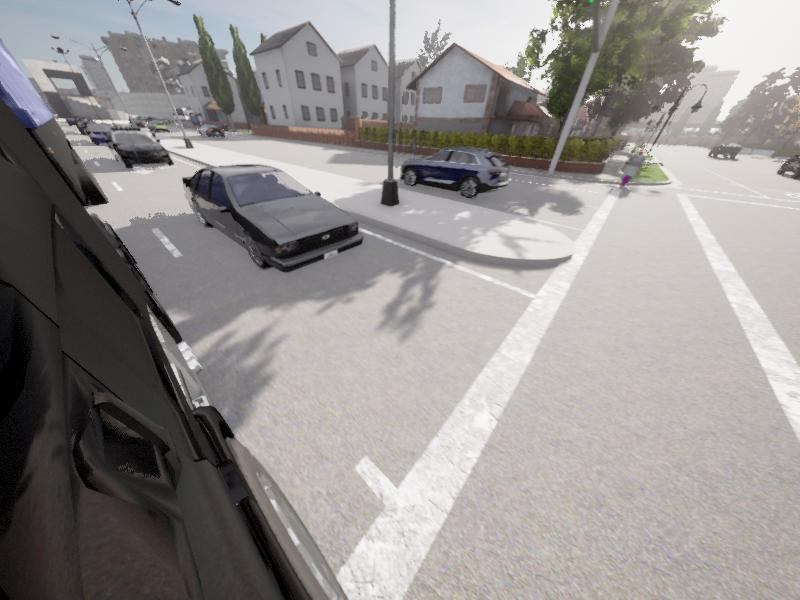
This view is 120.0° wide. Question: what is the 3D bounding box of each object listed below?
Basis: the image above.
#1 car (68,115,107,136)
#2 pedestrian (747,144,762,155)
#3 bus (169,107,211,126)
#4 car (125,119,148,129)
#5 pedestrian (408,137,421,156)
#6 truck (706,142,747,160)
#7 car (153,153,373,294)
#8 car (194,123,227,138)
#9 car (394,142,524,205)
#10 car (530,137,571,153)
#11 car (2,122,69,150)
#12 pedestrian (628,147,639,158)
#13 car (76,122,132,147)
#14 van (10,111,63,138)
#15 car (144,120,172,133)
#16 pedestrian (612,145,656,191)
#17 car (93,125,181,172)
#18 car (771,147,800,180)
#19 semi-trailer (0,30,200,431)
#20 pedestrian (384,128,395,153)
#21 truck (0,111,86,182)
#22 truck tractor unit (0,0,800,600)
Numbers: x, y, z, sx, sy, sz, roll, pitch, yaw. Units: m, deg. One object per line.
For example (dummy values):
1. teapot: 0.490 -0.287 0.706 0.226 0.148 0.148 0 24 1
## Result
1. car: -36.927 -20.661 27.317 3.866 1.878 1.905 28 44 30
2. pedestrian: 75.598 -32.173 49.303 0.751 1.860 0.751 28 44 30
3. bus: -65.142 -57.047 72.106 3.944 4.253 10.273 -1 37 -5
4. car: -53.679 -35.897 47.006 5.357 1.411 2.033 29 44 31
5. pedestrian: 1.315 -13.733 20.666 0.751 1.300 0.751 29 44 31
6. truck: 54.036 -24.845 38.401 2.390 2.098 6.274 28 44 30
7. car: -3.240 -2.215 5.236 5.357 1.411 2.033 28 44 30
8. car: -27.171 -24.291 33.073 4.974 1.542 2.038 29 44 30
9. car: 2.243 -5.646 9.958 4.856 1.649 2.033 28 44 30
10. car: 19.411 -20.153 29.935 3.806 1.475 1.970 29 44 30
11. car: -26.099 -11.822 16.641 4.181 1.385 1.994 28 44 30
12. pedestrian: 28.837 -18.251 28.587 0.500 1.100 0.500 29 44 31
13. car: -25.382 -14.241 19.817 4.792 1.488 2.163 29 44 30
14. van: -36.921 -17.960 23.590 4.480 2.038 2.069 28 44 30
15. car: -39.089 -27.986 37.255 4.514 1.525 2.007 28 44 30
16. pedestrian: 11.601 -6.571 11.544 0.751 1.860 0.751 25 42 27
17. car: -14.072 -8.183 12.312 5.238 1.638 1.930 28 44 30
18. car: 33.918 -11.036 18.776 2.150 2.045 5.566 28 44 30
19. semi-trailer: -8.634 -3.651 4.285 14.254 4.402 2.717 29 44 30
20. pedestrian: -1.029 -15.184 21.986 0.751 1.860 0.751 30 45 31
21. truck: -16.416 -6.839 10.016 6.274 2.098 2.390 28 44 31
22. truck tractor unit: -2.645 -0.295 0.351 6.516 4.208 3.053 28 44 30
